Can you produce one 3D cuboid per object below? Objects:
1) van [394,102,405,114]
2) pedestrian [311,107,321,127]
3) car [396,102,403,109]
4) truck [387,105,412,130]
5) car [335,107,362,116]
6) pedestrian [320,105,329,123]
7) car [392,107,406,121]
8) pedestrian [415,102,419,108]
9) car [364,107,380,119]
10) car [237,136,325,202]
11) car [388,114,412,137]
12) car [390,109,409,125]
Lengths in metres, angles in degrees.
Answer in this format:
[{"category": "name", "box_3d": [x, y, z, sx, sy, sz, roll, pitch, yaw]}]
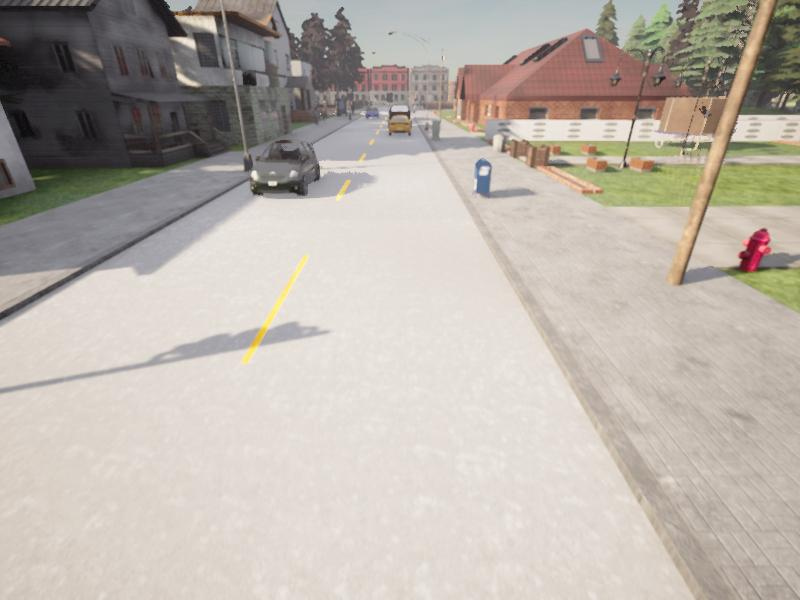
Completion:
[{"category": "van", "box_3d": [-0.072, -37.604, 78.432, 1.775, 1.987, 4.442, 3, 27, 6]}, {"category": "pedestrian", "box_3d": [-8.723, -19.094, 41.659, 0.751, 1.860, 0.751, 2, 27, 3]}, {"category": "car", "box_3d": [-0.032, -51.217, 105.520, 1.801, 1.575, 5.366, 0, 27, 0]}, {"category": "truck", "box_3d": [-0.015, -18.796, 41.078, 2.390, 2.098, 6.274, 0, 27, 0]}, {"category": "car", "box_3d": [-9.178, -33.487, 71.153, 4.718, 1.301, 1.895, -5, 27, -9]}, {"category": "pedestrian", "box_3d": [-8.934, -22.046, 47.427, 0.751, 1.860, 0.751, 3, 27, 5]}, {"category": "car", "box_3d": [-0.079, -25.182, 54.096, 1.851, 1.617, 3.988, 0, 27, 1]}, {"category": "pedestrian", "box_3d": [4.488, -50.420, 103.437, 0.751, 1.300, 0.751, -9, 28, -17]}, {"category": "car", "box_3d": [-3.979, -27.094, 57.897, 2.007, 1.525, 4.514, 0, 27, -1]}, {"category": "car", "box_3d": [-4.004, -4.786, 14.251, 1.851, 1.617, 3.988, 0, 27, 0]}, {"category": "car", "box_3d": [-0.009, -15.144, 34.559, 1.882, 1.535, 5.008, 0, 27, 0]}, {"category": "car", "box_3d": [-0.026, -22.058, 48.098, 2.128, 1.511, 4.902, 0, 27, 0]}]
